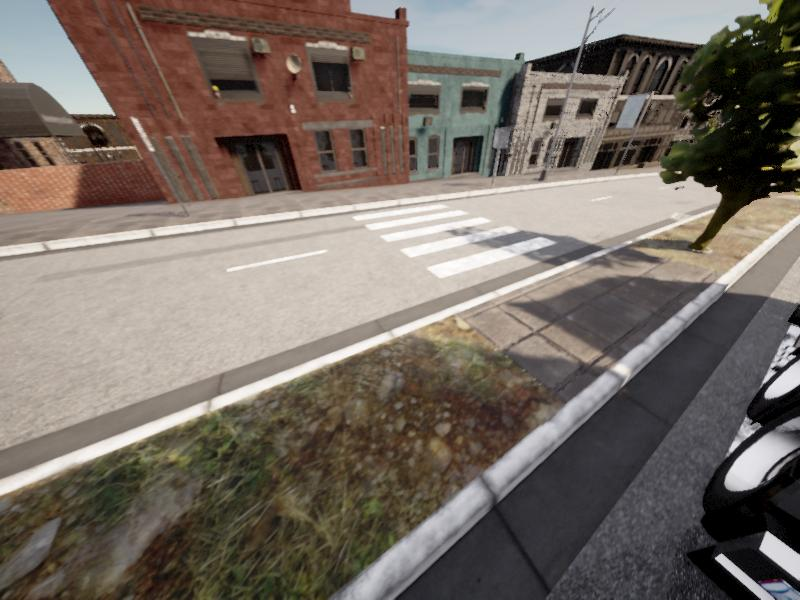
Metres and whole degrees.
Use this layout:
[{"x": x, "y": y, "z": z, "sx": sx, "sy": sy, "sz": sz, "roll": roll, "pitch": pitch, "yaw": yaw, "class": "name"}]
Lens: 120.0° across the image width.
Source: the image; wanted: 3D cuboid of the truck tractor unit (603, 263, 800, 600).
[{"x": 5.114, "y": -0.296, "z": 0.801, "sx": 6.516, "sy": 4.208, "sz": 3.053, "roll": -18, "pitch": 39, "yaw": -24, "class": "truck tractor unit"}]
